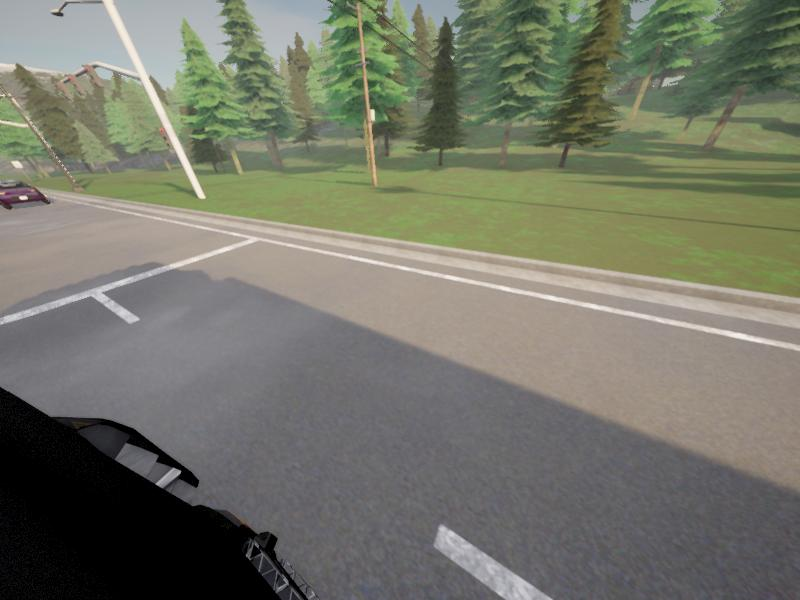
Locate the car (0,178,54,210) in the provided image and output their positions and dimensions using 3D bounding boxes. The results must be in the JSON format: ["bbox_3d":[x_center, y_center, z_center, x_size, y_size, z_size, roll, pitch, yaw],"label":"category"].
[{"bbox_3d":[-25.034,-6.961,14.998,4.193,1.474,1.816,15,38,25],"label":"car"}]
